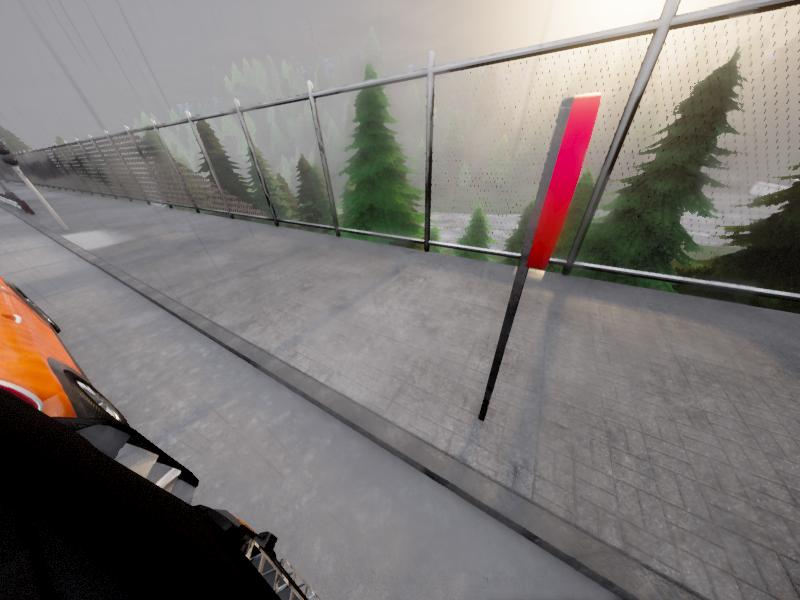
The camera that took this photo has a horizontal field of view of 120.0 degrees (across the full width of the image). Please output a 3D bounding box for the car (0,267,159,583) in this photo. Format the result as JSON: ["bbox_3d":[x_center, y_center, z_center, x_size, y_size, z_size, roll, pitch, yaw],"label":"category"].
[{"bbox_3d":[-4.631,0.597,1.776,4.553,1.767,2.097,16,38,26],"label":"car"}]
